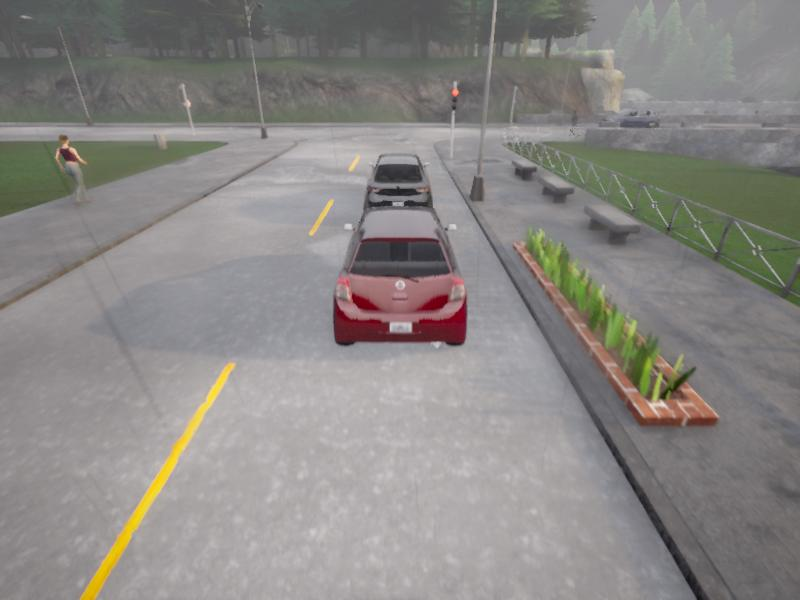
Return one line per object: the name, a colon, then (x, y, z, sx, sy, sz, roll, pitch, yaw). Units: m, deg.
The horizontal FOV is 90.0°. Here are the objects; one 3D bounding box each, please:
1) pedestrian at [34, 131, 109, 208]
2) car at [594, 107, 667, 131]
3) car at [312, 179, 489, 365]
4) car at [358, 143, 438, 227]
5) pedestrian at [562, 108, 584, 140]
pedestrian: (-8.786, -3.499, 10.776, 0.751, 1.860, 0.751, 2, 28, 4)
car: (19.437, -15.354, 33.900, 4.611, 1.667, 2.242, 0, 28, 0)
car: (0.003, -0.722, 6.136, 1.845, 1.501, 3.633, 0, 28, 0)
car: (-0.032, -3.419, 11.333, 1.816, 1.474, 4.193, 0, 28, 0)
pedestrian: (11.017, -11.208, 25.485, 0.751, 1.860, 0.751, 0, 28, 0)
